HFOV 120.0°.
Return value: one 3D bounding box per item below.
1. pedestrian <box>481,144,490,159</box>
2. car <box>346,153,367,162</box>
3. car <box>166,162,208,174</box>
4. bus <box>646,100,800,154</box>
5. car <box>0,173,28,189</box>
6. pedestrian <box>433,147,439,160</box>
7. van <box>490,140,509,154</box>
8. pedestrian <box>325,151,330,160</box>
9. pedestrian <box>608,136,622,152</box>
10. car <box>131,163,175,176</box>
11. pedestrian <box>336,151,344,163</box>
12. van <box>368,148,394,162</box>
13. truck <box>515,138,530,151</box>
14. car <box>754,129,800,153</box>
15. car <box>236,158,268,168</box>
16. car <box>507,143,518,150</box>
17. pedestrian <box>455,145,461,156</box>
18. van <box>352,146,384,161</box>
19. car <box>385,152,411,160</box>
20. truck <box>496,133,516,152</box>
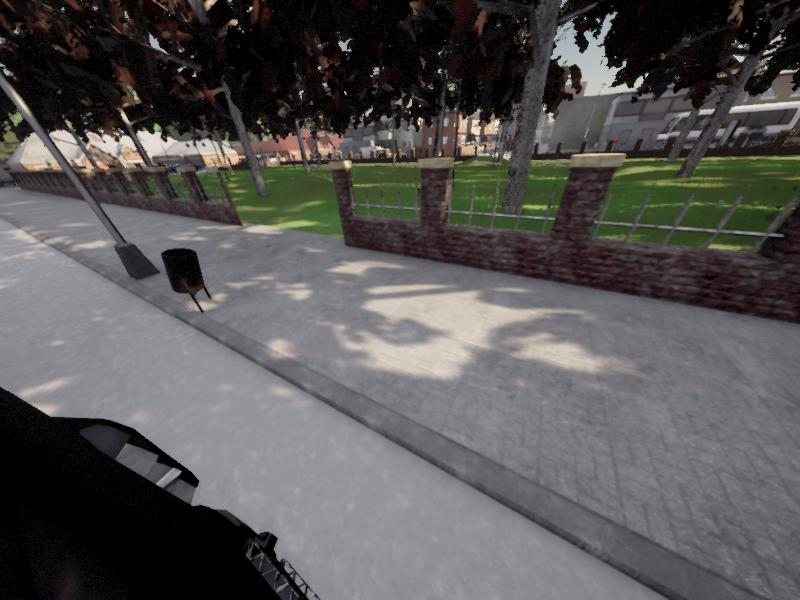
[{"bbox_3d":[12.284,-21.421,33.334,0.751,1.860,0.751,23,42,34],"label":"pedestrian"},{"bbox_3d":[-8.839,-28.919,46.861,3.633,1.501,1.845,14,37,24],"label":"car"},{"bbox_3d":[-37.946,-23.634,41.238,1.882,1.535,5.008,15,38,25],"label":"car"},{"bbox_3d":[37.614,-20.108,27.383,10.273,4.253,3.944,15,38,26],"label":"bus"},{"bbox_3d":[-51.426,-14.694,28.895,1.837,1.490,4.892,24,42,33],"label":"car"},{"bbox_3d":[6.255,-25.641,40.367,0.751,1.860,0.751,26,43,36],"label":"pedestrian"},{"bbox_3d":[22.867,-35.310,53.126,2.351,2.431,6.366,17,38,27],"label":"van"},{"bbox_3d":[-20.173,-40.075,64.077,0.751,1.860,0.751,21,41,32],"label":"pedestrian"},{"bbox_3d":[32.539,-23.556,34.922,0.751,1.860,0.751,5,34,12],"label":"pedestrian"},{"bbox_3d":[-43.047,-22.906,40.435,2.242,1.667,4.611,16,38,26],"label":"car"},{"bbox_3d":[-11.175,-26.483,42.850,0.751,1.860,0.751,14,37,24],"label":"pedestrian"},{"bbox_3d":[-3.628,-27.665,44.142,4.442,1.987,1.775,14,37,24],"label":"van"},{"bbox_3d":[32.058,-40.582,60.285,2.627,2.467,5.204,15,37,25],"label":"truck"},{"bbox_3d":[40.321,-15.980,23.104,4.605,1.855,1.932,13,37,25],"label":"car"},{"bbox_3d":[-32.018,-29.793,50.170,2.033,1.411,5.357,15,37,25],"label":"car"},{"bbox_3d":[34.996,-47.771,71.754,2.128,1.511,4.902,16,38,26],"label":"car"},{"bbox_3d":[11.745,-30.386,46.869,0.751,1.860,0.751,-5,34,-3],"label":"pedestrian"},{"bbox_3d":[-6.867,-31.376,49.595,6.366,2.431,2.351,15,37,25],"label":"van"},{"bbox_3d":[-0.419,-28.962,46.463,4.718,1.301,1.895,17,38,27],"label":"car"},{"bbox_3d":[27.824,-41.295,60.480,2.891,3.827,8.468,16,38,26],"label":"truck"}]
